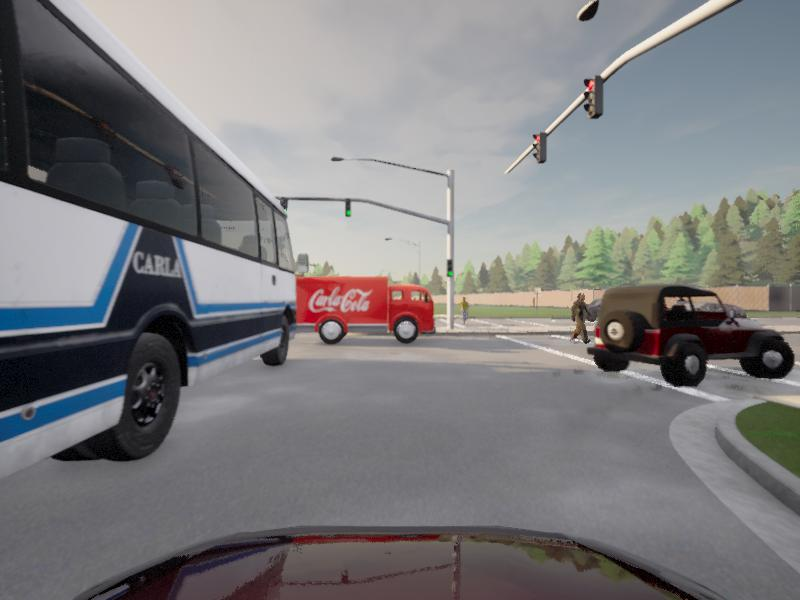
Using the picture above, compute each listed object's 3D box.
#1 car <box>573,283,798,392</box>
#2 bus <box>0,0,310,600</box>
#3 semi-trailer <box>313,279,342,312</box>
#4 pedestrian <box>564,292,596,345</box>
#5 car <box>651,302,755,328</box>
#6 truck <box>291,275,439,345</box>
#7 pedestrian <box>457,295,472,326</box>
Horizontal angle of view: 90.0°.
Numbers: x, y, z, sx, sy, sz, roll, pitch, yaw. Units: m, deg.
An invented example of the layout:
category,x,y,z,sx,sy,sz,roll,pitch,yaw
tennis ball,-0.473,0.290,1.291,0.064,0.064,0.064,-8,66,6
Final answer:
category,x,y,z,sx,sy,sz,roll,pitch,yaw
car,5.892,0.647,8.371,3.866,1.878,1.905,0,-1,-19
bus,-4.235,-0.537,6.149,3.944,4.253,10.273,0,0,-3
semi-trailer,-10.881,-0.636,61.341,2.717,4.402,14.254,0,0,-3
pedestrian,6.507,0.637,14.459,0.751,1.860,0.751,0,0,-17
car,18.350,0.853,24.409,4.792,1.488,2.163,0,0,-3
truck,-1.277,0.352,15.445,5.204,2.467,2.627,0,0,-3
pedestrian,3.979,0.634,24.833,0.751,1.860,0.751,0,0,-6
